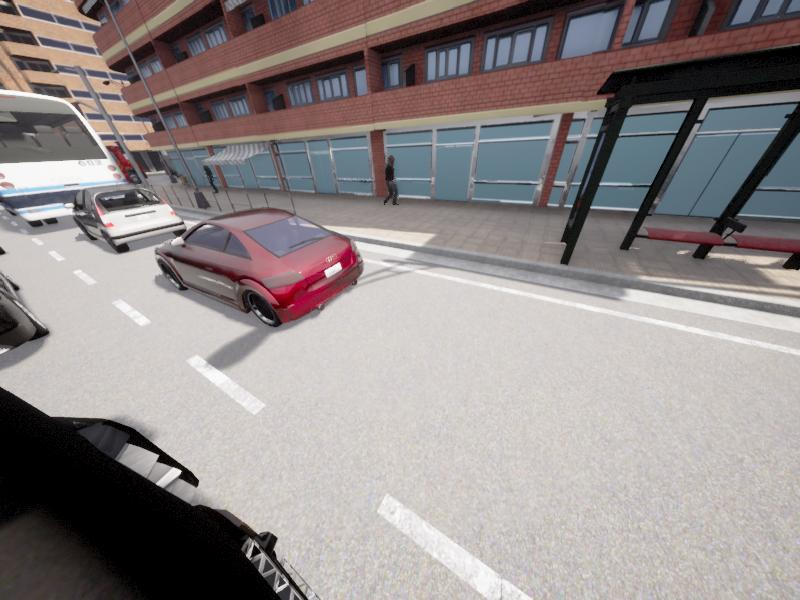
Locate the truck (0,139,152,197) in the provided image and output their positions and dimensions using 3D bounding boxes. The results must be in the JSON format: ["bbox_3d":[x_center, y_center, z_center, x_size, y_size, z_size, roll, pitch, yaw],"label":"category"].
[{"bbox_3d":[-29.493,-12.706,21.905,2.891,3.827,8.468,-6,34,-5],"label":"truck"}]

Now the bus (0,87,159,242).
[{"bbox_3d":[-16.819,-6.034,10.491,10.273,4.253,3.944,16,38,26],"label":"bus"}]

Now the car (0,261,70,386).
[{"bbox_3d":[-7.292,-0.093,3.168,5.238,1.638,1.930,16,38,26],"label":"car"}]

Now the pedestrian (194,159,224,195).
[{"bbox_3d":[-11.833,-7.645,14.374,0.751,1.860,0.751,-25,39,-30],"label":"pedestrian"}]

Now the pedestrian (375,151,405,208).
[{"bbox_3d":[-0.346,-4.664,8.997,0.751,1.860,0.751,16,38,27],"label":"pedestrian"}]

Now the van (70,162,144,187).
[{"bbox_3d":[-32.432,-14.021,25.777,1.775,1.987,4.442,16,38,26],"label":"van"}]

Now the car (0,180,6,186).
[{"bbox_3d":[-56.711,-16.389,31.542,4.856,1.649,2.033,15,38,26],"label":"car"}]

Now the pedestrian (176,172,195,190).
[{"bbox_3d":[-16.266,-9.032,17.525,0.500,1.100,0.500,18,39,28],"label":"pedestrian"}]

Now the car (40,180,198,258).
[{"bbox_3d":[-8.838,-2.758,7.332,3.988,1.617,1.851,16,38,26],"label":"car"}]

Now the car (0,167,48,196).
[{"bbox_3d":[-36.877,-10.442,20.675,2.150,2.045,5.566,-4,33,0],"label":"car"}]

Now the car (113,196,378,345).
[{"bbox_3d":[-2.783,-0.950,4.357,4.181,1.385,1.994,15,37,25],"label":"car"}]

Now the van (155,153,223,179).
[{"bbox_3d":[-28.276,-18.251,31.323,1.988,2.561,5.915,16,38,26],"label":"van"}]

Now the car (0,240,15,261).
[{"bbox_3d":[-13.675,-1.923,6.390,4.611,1.667,2.242,16,38,26],"label":"car"}]
